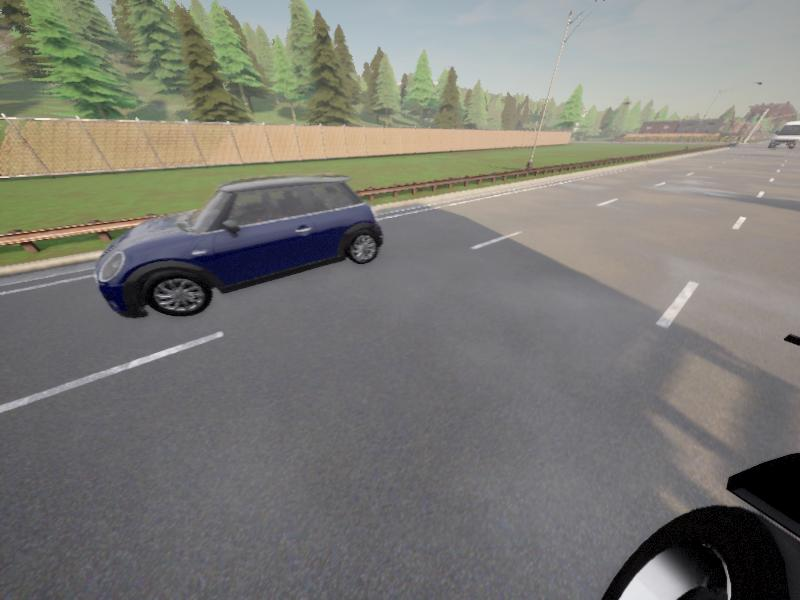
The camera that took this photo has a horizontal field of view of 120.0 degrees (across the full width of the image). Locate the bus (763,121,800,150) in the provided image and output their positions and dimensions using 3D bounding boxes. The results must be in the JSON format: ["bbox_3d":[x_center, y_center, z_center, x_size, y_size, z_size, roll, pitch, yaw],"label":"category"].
[{"bbox_3d":[75.438,-31.708,44.517,10.273,4.253,3.944,-22,41,-28],"label":"bus"}]

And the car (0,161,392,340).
[{"bbox_3d":[-2.650,-1.432,4.402,4.553,1.767,2.097,-22,41,-28],"label":"car"}]
